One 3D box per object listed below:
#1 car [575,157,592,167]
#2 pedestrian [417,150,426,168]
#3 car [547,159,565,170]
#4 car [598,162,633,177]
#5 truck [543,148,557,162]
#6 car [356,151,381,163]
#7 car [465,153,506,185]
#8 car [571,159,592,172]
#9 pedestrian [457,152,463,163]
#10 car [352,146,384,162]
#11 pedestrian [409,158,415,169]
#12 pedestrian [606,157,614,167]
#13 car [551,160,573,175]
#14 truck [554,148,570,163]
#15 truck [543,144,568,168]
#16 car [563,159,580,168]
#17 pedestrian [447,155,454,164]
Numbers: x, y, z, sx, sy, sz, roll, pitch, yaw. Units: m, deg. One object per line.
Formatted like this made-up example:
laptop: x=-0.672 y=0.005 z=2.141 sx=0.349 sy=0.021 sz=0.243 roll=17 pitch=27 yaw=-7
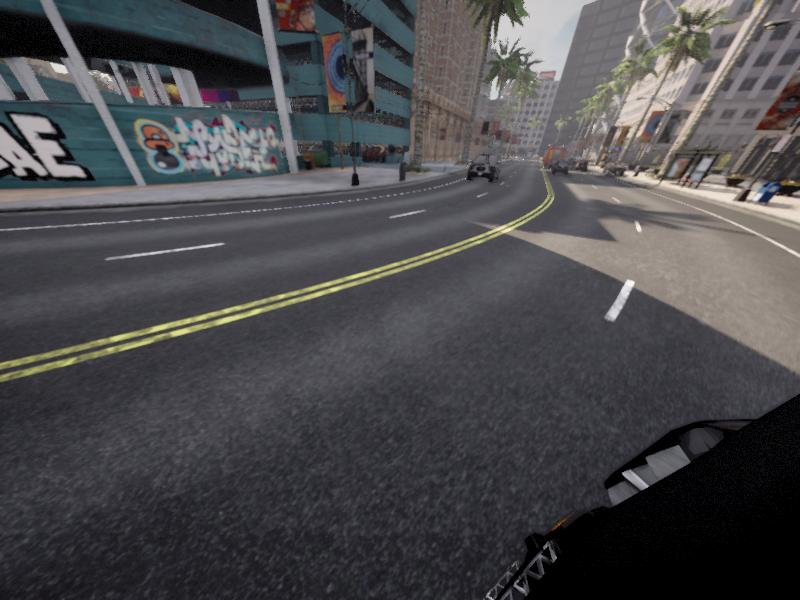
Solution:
car: x=42.599 y=-32.079 z=53.760 sx=2.185 sy=1.767 sz=4.553 roll=17 pitch=36 yaw=21
pedestrian: x=2.713 y=-17.760 z=29.165 sx=0.751 sy=1.860 sz=0.751 roll=10 pitch=34 yaw=11
car: x=27.692 y=-24.138 z=41.154 sx=1.994 sy=1.385 sz=4.181 roll=17 pitch=36 yaw=21
car: x=29.358 y=-17.942 z=31.676 sx=2.231 sy=1.521 sz=4.892 roll=17 pitch=36 yaw=21
truck: x=50.596 y=-49.049 z=78.205 sx=2.891 sy=3.827 sz=8.468 roll=17 pitch=36 yaw=22
car: x=-5.138 y=-23.935 z=38.594 sx=2.007 sy=1.523 sz=4.514 roll=17 pitch=36 yaw=21
car: x=7.627 y=-11.675 z=20.356 sx=2.150 sy=2.045 sz=5.566 roll=17 pitch=36 yaw=21
car: x=29.722 y=-22.118 z=37.988 sx=1.851 sy=1.617 sz=3.988 roll=17 pitch=36 yaw=21
pedestrian: x=11.581 y=-27.484 z=44.499 sx=0.751 sy=1.860 sz=0.751 roll=17 pitch=36 yaw=21
car: x=-5.151 y=-24.235 z=38.335 sx=2.435 sy=2.045 sz=5.566 roll=17 pitch=36 yaw=21
pedestrian: x=1.445 y=-16.407 z=27.722 sx=0.500 sy=1.100 sz=0.500 roll=13 pitch=35 yaw=16
pedestrian: x=49.961 y=-32.815 z=54.938 sx=0.751 sy=1.860 sz=0.751 roll=18 pitch=36 yaw=22
car: x=21.718 y=-17.884 z=31.111 sx=1.789 sy=1.549 sz=3.705 roll=17 pitch=36 yaw=21
truck: x=53.717 y=-48.094 z=76.941 sx=2.891 sy=3.827 sz=8.468 roll=17 pitch=36 yaw=22
truck: x=32.890 y=-30.624 z=49.103 sx=2.891 sy=3.827 sz=8.468 roll=17 pitch=36 yaw=21
car: x=36.227 y=-28.985 z=48.917 sx=2.128 sy=1.511 sz=4.902 roll=17 pitch=36 yaw=21
pedestrian: x=8.731 y=-24.279 z=39.960 sx=0.751 sy=1.300 sz=0.751 roll=17 pitch=36 yaw=21
